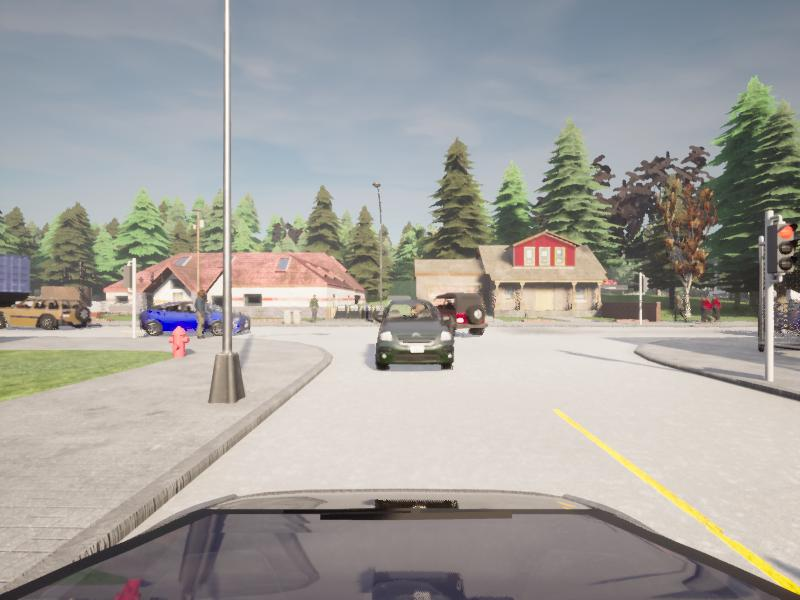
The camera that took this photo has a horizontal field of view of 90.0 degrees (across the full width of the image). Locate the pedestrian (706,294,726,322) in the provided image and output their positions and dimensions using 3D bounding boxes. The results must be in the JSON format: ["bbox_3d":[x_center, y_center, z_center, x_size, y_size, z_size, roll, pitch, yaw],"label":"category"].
[{"bbox_3d":[20.879,0.533,26.423,0.751,1.860,0.751,0,0,1],"label":"pedestrian"}]

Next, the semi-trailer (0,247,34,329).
[{"bbox_3d":[-28.737,-0.624,22.356,14.254,4.402,2.717,0,0,1],"label":"semi-trailer"}]

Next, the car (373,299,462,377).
[{"bbox_3d":[0.289,0.788,10.364,1.851,1.617,3.988,0,0,-2],"label":"car"}]

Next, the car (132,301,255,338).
[{"bbox_3d":[-9.093,0.828,17.910,4.514,1.525,2.007,0,0,1],"label":"car"}]

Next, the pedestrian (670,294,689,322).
[{"bbox_3d":[18.471,0.533,26.462,0.751,1.860,0.751,0,0,2],"label":"pedestrian"}]

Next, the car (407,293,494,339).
[{"bbox_3d":[2.163,0.646,18.181,1.905,1.878,3.866,1,0,-31],"label":"car"}]

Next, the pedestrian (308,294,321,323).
[{"bbox_3d":[-5.507,0.533,25.747,0.751,1.860,0.751,0,0,-13],"label":"pedestrian"}]

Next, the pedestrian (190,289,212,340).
[{"bbox_3d":[-7.594,0.534,15.250,0.751,1.860,0.751,0,0,-28],"label":"pedestrian"}]

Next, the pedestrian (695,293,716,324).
[{"bbox_3d":[18.673,0.533,24.453,0.751,1.860,0.751,0,0,6],"label":"pedestrian"}]

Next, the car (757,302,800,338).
[{"bbox_3d":[18.129,0.826,17.313,3.633,1.501,1.845,0,0,1],"label":"car"}]

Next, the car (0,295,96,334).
[{"bbox_3d":[-19.407,0.728,21.659,4.605,1.855,1.932,2,0,6],"label":"car"}]
